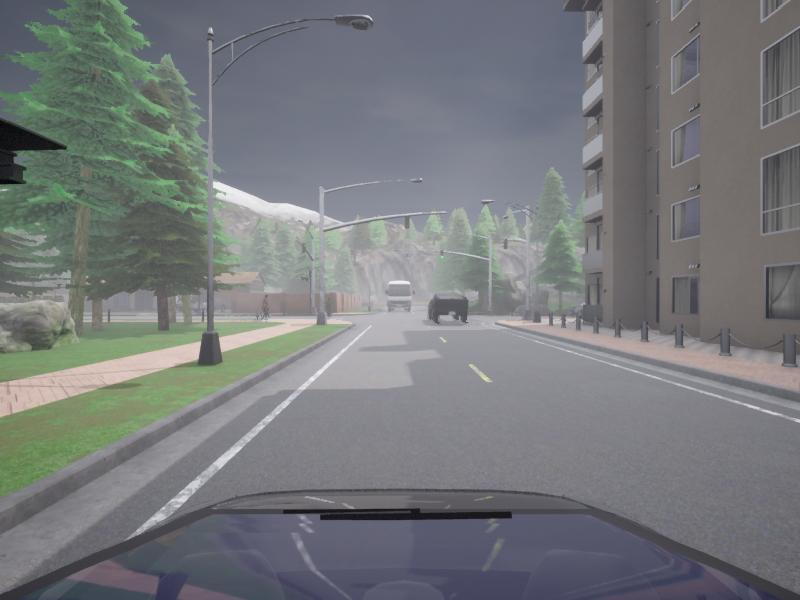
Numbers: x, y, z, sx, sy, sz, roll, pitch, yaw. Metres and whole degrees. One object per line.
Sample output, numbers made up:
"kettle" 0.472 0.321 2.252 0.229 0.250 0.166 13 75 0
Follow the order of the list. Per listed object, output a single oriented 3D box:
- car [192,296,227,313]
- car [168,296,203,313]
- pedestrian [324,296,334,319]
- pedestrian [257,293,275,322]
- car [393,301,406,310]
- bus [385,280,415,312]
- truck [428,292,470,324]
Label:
"car" -21.587 0.503 45.523 1.932 1.855 4.605 0 0 -1
"car" -24.091 0.505 45.073 1.905 1.878 3.866 0 0 -1
"pedestrian" -5.901 0.628 33.257 0.751 1.860 0.751 0 0 -13
"pedestrian" -8.710 0.471 26.016 0.751 1.860 0.751 0 0 20
"car" -0.105 0.870 70.825 2.128 1.511 4.902 0 0 0
"bus" 0.035 -0.534 57.845 3.944 4.253 10.273 0 0 0
"truck" 3.457 0.541 29.618 2.390 2.098 6.274 0 0 0
